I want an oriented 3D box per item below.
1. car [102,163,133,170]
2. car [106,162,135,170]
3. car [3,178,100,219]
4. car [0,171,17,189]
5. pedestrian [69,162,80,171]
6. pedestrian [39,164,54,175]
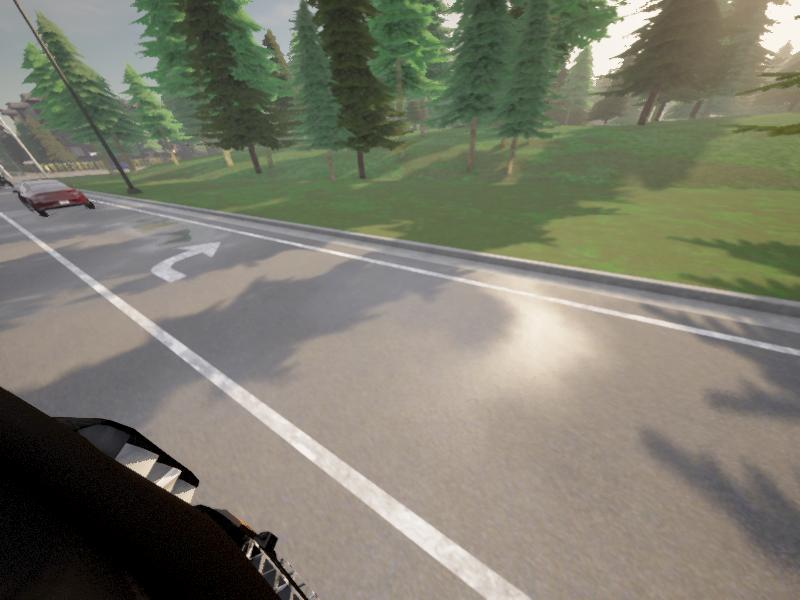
[{"bbox_3d":[-72.432,-34.328,59.347,1.895,1.301,4.718,16,38,25],"label":"car"},{"bbox_3d":[-69.577,-33.356,57.526,1.816,1.474,4.193,16,38,25],"label":"car"},{"bbox_3d":[-18.146,-5.411,12.029,4.674,1.442,1.812,16,38,26],"label":"car"},{"bbox_3d":[-45.442,-13.356,25.711,5.238,1.638,1.930,16,38,26],"label":"car"},{"bbox_3d":[-81.244,-33.290,57.611,0.751,1.860,0.751,16,38,26],"label":"pedestrian"},{"bbox_3d":[-70.299,-26.042,45.975,0.751,1.860,0.751,13,37,22],"label":"pedestrian"}]
